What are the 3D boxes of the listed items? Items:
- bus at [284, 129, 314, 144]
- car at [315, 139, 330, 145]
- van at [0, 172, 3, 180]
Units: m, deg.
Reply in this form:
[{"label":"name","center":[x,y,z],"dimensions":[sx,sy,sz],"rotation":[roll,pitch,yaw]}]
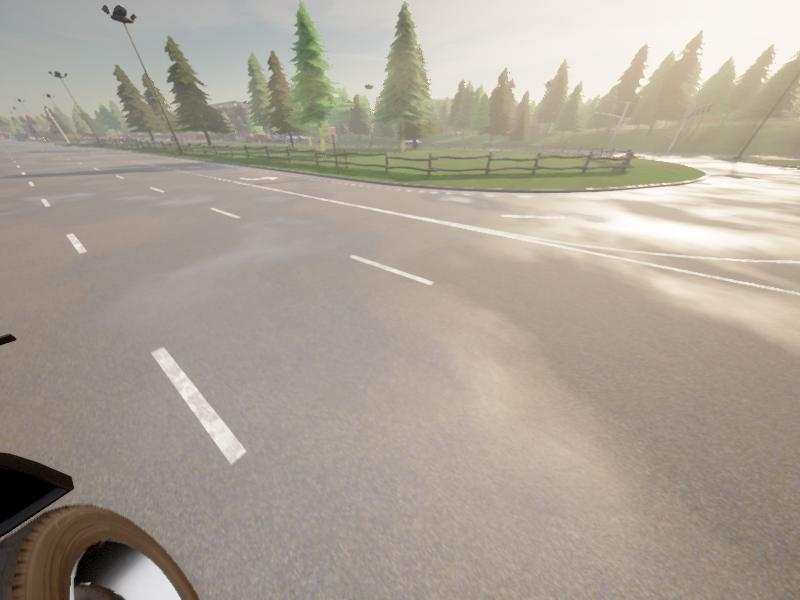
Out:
[{"label":"bus","center":[-36.501,-58.953,83.309],"dimensions":[10.273,4.253,3.944],"rotation":[22,41,28]},{"label":"car","center":[-26.359,-53.671,78.465],"dimensions":[5.027,1.651,2.152],"rotation":[22,41,28]},{"label":"van","center":[-26.278,-8.400,13.810],"dimensions":[4.442,1.987,1.775],"rotation":[22,41,28]}]
